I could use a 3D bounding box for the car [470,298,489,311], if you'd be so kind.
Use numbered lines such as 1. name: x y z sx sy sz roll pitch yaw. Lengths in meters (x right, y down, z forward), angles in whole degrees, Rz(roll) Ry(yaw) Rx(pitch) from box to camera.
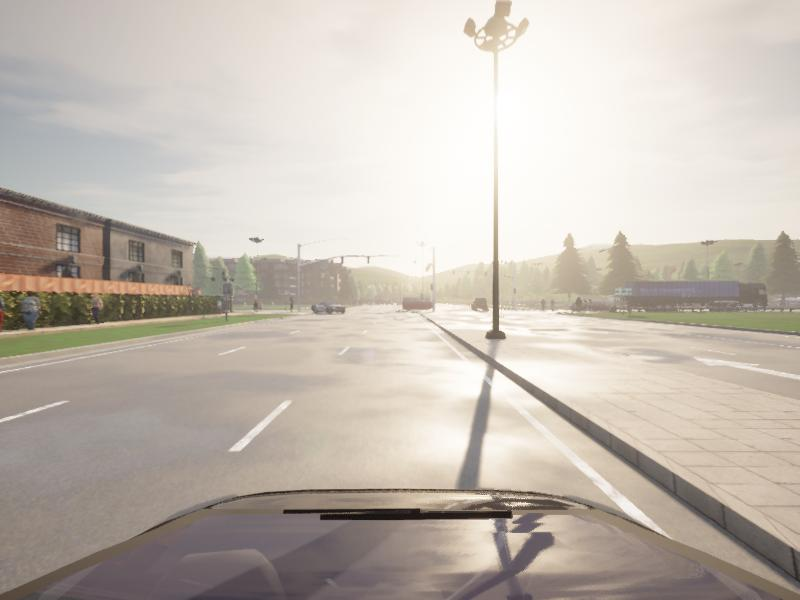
1. car: 11.504 0.663 57.990 1.905 1.878 3.866 0 0 0

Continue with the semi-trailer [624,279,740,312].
1. semi-trailer: 38.902 -0.602 55.397 14.254 4.402 2.717 0 0 -1

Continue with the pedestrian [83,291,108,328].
1. pedestrian: -15.924 0.491 20.948 0.751 1.860 0.751 0 0 0

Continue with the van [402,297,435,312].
1. van: 2.519 0.615 55.028 4.442 1.987 1.775 0 0 -1

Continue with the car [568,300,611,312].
1. car: 26.130 0.796 55.271 5.027 1.651 2.152 0 0 -1

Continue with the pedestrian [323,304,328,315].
1. pedestrian: -8.010 1.030 43.043 0.500 1.100 0.500 0 0 -1

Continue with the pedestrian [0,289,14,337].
1. pedestrian: -15.933 0.490 15.765 0.751 1.860 0.751 0 0 -4

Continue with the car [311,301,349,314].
1. car: -8.391 0.840 47.422 2.038 1.542 4.974 0 0 -43

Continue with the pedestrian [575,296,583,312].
1. pedestrian: 21.030 0.499 46.988 0.751 1.860 0.751 0 0 34

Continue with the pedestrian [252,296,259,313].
1. pedestrian: -16.281 0.498 45.067 0.751 1.860 0.751 0 0 -20

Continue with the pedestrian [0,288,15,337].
1. pedestrian: -15.632 0.490 15.491 0.751 1.860 0.751 0 0 0

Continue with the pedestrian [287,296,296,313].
1. pedestrian: -11.828 0.467 43.686 0.751 1.860 0.751 0 0 -1

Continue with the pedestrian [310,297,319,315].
1. pedestrian: -9.239 0.650 43.253 0.751 1.860 0.751 0 0 14

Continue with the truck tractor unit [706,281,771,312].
1. truck tractor unit: 46.816 -0.506 55.494 6.516 4.208 3.053 0 0 -1

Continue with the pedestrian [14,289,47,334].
1. pedestrian: -15.831 0.490 17.156 0.751 1.860 0.751 0 0 -5

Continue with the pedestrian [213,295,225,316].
1. pedestrian: -16.017 0.495 35.400 0.751 1.860 0.751 0 0 -1

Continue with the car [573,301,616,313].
1. car: 25.177 0.885 51.783 4.674 1.442 1.812 0 0 -4
